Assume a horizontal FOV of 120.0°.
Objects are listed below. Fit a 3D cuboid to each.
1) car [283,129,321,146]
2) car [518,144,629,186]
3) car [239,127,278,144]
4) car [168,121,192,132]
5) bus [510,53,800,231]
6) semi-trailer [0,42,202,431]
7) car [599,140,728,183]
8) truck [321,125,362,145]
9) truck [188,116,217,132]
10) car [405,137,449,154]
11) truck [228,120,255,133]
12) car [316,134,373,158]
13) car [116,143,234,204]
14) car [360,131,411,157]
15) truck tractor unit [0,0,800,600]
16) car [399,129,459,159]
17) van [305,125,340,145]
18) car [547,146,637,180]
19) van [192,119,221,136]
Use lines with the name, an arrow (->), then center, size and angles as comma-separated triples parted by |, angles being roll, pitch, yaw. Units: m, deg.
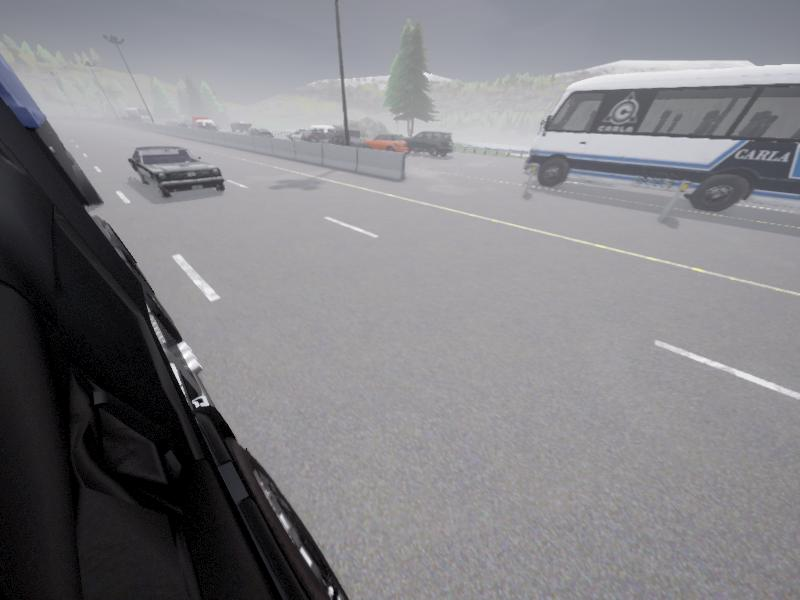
car -> -12.599, -20.878, 29.595 | 4.974, 1.542, 2.038 | 28, 44, 30
car -> 10.603, -8.577, 14.449 | 5.027, 1.651, 2.152 | 28, 44, 30
car -> -18.092, -21.059, 29.515 | 4.902, 1.511, 2.128 | 28, 44, 30
car -> -44.432, -35.056, 46.682 | 4.902, 1.511, 2.128 | 28, 44, 30
bus -> 11.083, -6.572, 9.593 | 10.273, 4.253, 3.944 | 28, 44, 30
semi-trailer -> -8.699, -3.596, 4.241 | 14.254, 4.402, 2.717 | 28, 44, 30
car -> 18.335, -10.104, 16.618 | 5.566, 2.045, 2.150 | 28, 44, 30
truck -> -8.703, -24.503, 34.220 | 6.274, 2.098, 2.390 | 28, 44, 30
truck -> -40.860, -36.290, 47.739 | 5.204, 2.467, 2.627 | 28, 44, 30
car -> 2.999, -17.951, 26.826 | 4.718, 1.301, 1.895 | 28, 44, 30
truck -> -35.512, -38.759, 51.689 | 6.274, 2.098, 2.390 | 28, 44, 30
car -> -5.125, -14.117, 21.101 | 5.357, 1.411, 2.033 | 28, 44, 30
car -> -8.463, -4.924, 8.649 | 4.718, 1.301, 1.895 | 28, 44, 30
car -> -1.455, -15.060, 22.257 | 4.553, 1.767, 2.097 | 28, 44, 30
truck tractor unit -> -2.645, -0.295, 0.352 | 6.516, 4.208, 3.053 | 28, 44, 30
car -> 2.718, -15.676, 23.133 | 5.566, 2.045, 2.150 | 28, 44, 30
van -> -10.706, -22.812, 31.878 | 4.480, 2.038, 2.069 | 28, 44, 30
car -> 13.370, -9.799, 16.337 | 4.514, 1.525, 2.007 | 28, 44, 30
van -> -32.443, -28.910, 38.718 | 4.480, 2.038, 2.069 | 28, 44, 30
